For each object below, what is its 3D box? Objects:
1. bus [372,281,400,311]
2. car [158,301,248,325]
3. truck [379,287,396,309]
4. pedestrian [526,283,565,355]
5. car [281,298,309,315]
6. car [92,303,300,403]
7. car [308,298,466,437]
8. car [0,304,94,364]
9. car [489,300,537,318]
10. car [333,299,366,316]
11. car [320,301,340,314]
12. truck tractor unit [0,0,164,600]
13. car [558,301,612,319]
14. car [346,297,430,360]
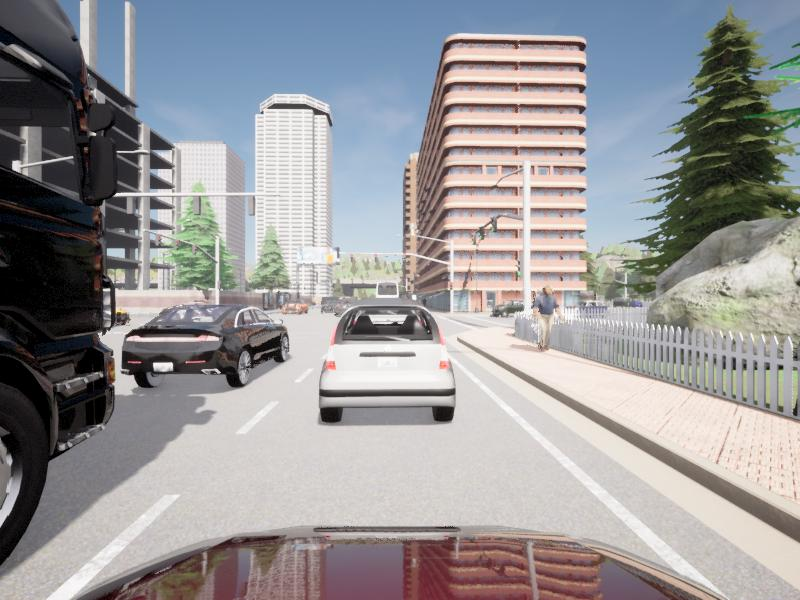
[{"bbox_3d":[-2.067,-0.533,61.354,3.944,4.253,10.273,0,0,-2],"label":"bus"},{"bbox_3d":[-13.029,0.816,26.740,4.974,1.542,2.038,0,0,-2],"label":"car"},{"bbox_3d":[-2.345,-0.325,74.066,2.891,3.827,8.468,0,0,-2],"label":"truck"},{"bbox_3d":[3.884,0.485,10.710,0.751,1.860,0.751,0,0,-2],"label":"pedestrian"},{"bbox_3d":[-11.956,0.694,45.747,2.097,1.767,4.553,0,0,-2],"label":"car"},{"bbox_3d":[-3.774,0.836,8.674,2.128,1.511,4.902,0,0,-2],"label":"car"},{"bbox_3d":[-0.207,0.788,6.686,1.851,1.617,3.988,0,0,-2],"label":"car"},{"bbox_3d":[-10.852,0.854,10.993,1.816,1.474,4.193,0,0,-2],"label":"car"},{"bbox_3d":[10.037,0.759,35.522,3.705,1.549,1.789,0,0,-14],"label":"car"},{"bbox_3d":[-4.993,0.743,40.214,2.242,1.667,4.611,0,-1,6],"label":"car"},{"bbox_3d":[-8.566,0.844,49.348,1.837,1.490,4.892,0,0,-2],"label":"car"},{"bbox_3d":[-3.404,-0.516,0.105,3.053,4.208,6.516,0,0,-3],"label":"truck tractor unit"},{"bbox_3d":[15.441,0.798,33.417,3.806,1.475,1.970,0,0,-22],"label":"car"},{"bbox_3d":[-0.383,0.756,12.936,2.242,1.667,4.611,0,0,-2],"label":"car"}]
